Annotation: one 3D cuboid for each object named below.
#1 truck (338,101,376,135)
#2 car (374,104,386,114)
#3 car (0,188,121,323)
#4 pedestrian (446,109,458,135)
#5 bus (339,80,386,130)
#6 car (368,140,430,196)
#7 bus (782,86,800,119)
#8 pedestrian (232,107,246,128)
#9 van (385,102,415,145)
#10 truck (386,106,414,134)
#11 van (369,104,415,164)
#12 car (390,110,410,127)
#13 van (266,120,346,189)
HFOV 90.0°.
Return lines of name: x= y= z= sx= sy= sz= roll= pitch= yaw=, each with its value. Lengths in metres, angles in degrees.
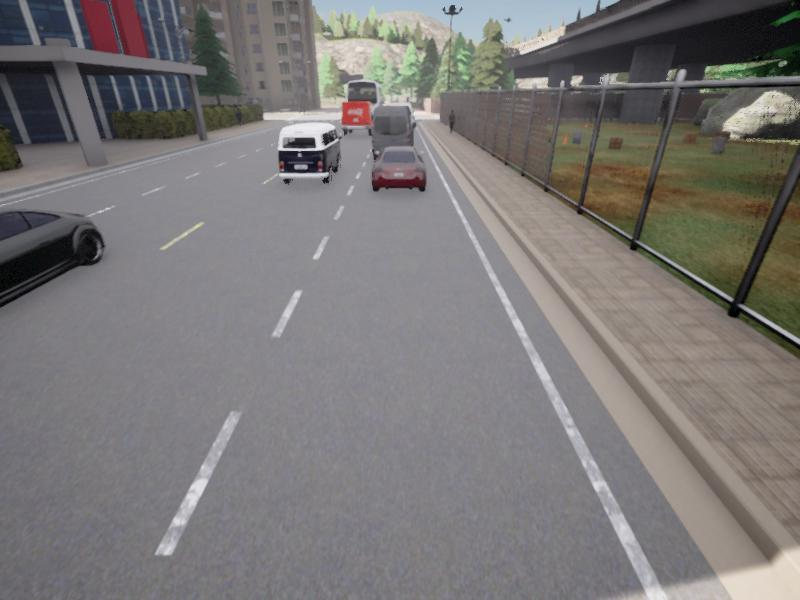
truck: x=-3.516 y=-15.516 z=34.153 sx=2.627 sy=2.467 sz=5.204 roll=0 pitch=25 yaw=0
car: x=-3.527 y=-34.368 z=71.975 sx=1.801 sy=1.575 sz=5.366 roll=0 pitch=27 yaw=0
car: x=-7.011 y=-0.686 z=6.488 sx=1.994 sy=1.385 sz=4.181 roll=0 pitch=27 yaw=-1
pedestrian: x=4.117 y=-14.200 z=31.925 sx=0.751 sy=1.860 sz=0.751 roll=-1 pitch=27 yaw=-2
bus: x=-3.642 y=-20.647 z=42.274 sx=3.944 sy=4.253 sz=10.273 roll=0 pitch=27 yaw=0
car: x=-0.015 y=-5.106 z=15.109 sx=1.994 sy=1.385 sz=4.181 roll=0 pitch=27 yaw=1
bus: x=61.981 y=-27.803 z=56.309 sx=10.273 sy=4.253 sz=3.944 roll=11 pitch=29 yaw=20
pedestrian: x=-15.591 y=-17.701 z=38.768 sx=0.751 sy=1.860 sz=0.751 roll=0 pitch=27 yaw=-1
van: x=-0.012 y=-13.128 z=29.480 sx=1.988 sy=2.561 sz=5.915 roll=0 pitch=27 yaw=0
truck: x=-0.018 y=-16.772 z=37.072 sx=2.390 sy=2.098 sz=6.274 roll=0 pitch=27 yaw=0
van: x=-0.278 y=-9.310 z=22.028 sx=1.988 sy=2.561 sz=5.915 roll=2 pitch=27 yaw=3
car: x=-0.020 y=-20.057 z=44.125 sx=2.128 sy=1.511 sz=4.902 roll=0 pitch=27 yaw=0
van: x=-3.511 y=-5.942 z=16.003 sx=2.069 sy=2.038 sz=4.480 roll=0 pitch=27 yaw=0
